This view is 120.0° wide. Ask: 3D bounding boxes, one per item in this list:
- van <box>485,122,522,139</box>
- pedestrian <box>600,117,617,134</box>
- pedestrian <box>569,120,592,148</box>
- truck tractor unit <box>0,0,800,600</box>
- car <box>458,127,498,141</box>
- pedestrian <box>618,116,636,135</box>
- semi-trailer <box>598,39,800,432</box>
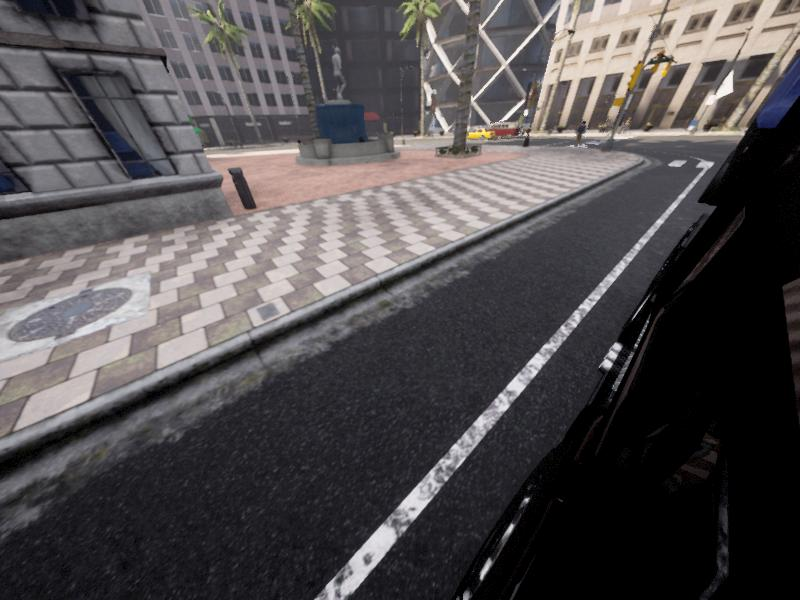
[{"bbox_3d":[15.857,-26.091,35.610,4.442,1.987,1.775,26,46,33],"label":"van"},{"bbox_3d":[28.778,-24.075,31.888,0.751,1.860,0.751,-8,37,-7],"label":"pedestrian"},{"bbox_3d":[14.915,-13.711,19.087,0.751,1.860,0.751,-31,45,-32],"label":"pedestrian"},{"bbox_3d":[2.645,-0.295,0.351,6.516,4.208,3.053,-28,44,-30],"label":"truck tractor unit"},{"bbox_3d":[11.686,-25.197,35.036,5.366,1.575,1.801,24,45,31],"label":"car"},{"bbox_3d":[29.108,-22.404,29.647,0.751,1.860,0.751,-9,37,-8],"label":"pedestrian"},{"bbox_3d":[8.703,-3.614,4.206,14.254,4.402,2.717,-28,44,-30],"label":"semi-trailer"}]
